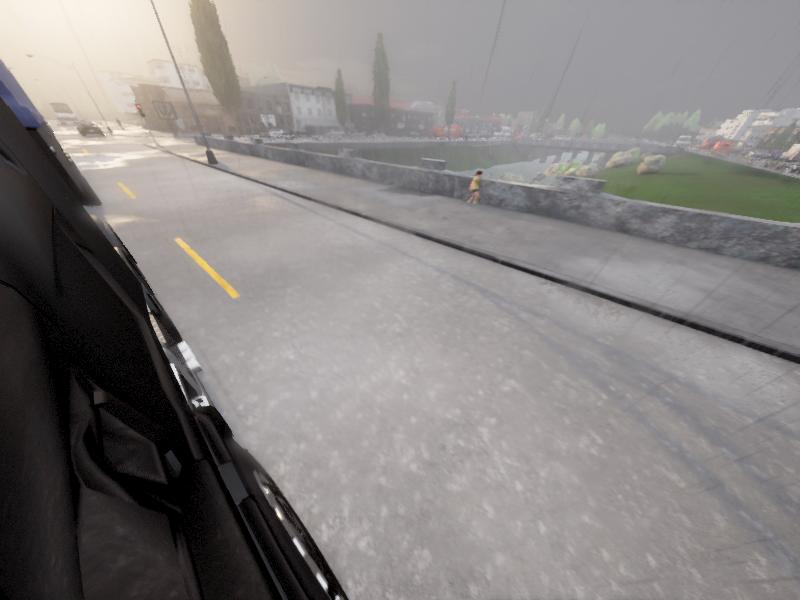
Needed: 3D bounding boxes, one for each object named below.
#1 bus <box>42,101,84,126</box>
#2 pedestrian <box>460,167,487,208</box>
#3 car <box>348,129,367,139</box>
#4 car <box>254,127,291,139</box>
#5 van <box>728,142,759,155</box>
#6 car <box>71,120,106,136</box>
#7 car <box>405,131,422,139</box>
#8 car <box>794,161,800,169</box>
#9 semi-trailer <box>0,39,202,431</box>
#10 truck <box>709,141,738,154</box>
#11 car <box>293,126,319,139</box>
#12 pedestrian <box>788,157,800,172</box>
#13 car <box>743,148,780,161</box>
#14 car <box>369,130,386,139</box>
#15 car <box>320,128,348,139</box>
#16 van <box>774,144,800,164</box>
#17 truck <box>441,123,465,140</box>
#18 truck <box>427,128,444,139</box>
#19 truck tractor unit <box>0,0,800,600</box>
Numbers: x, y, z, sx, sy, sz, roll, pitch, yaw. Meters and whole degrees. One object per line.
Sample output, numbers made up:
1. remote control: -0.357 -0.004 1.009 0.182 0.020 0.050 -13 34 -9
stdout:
1. bus: -81.937 -45.363 56.227 10.273 4.253 3.944 28 43 30
2. pedestrian: 2.442 -3.745 7.702 0.500 1.100 0.500 21 40 23
3. car: -9.494 -37.303 51.952 1.851 1.617 3.988 28 44 30
4. car: -21.913 -28.760 39.769 2.038 1.542 4.974 28 44 30
5. van: 85.325 -37.678 57.451 2.351 2.431 6.366 28 43 30
6. car: -41.129 -22.704 30.468 4.974 1.542 2.038 28 44 30
7. car: 3.817 -46.395 64.962 1.930 1.638 5.238 28 43 30
8. car: 48.126 -15.708 26.338 1.851 1.617 3.988 28 44 30
9. semi-trailer: -8.722 -3.572 4.229 14.254 4.402 2.717 28 43 30
10. truck: 80.144 -37.871 57.370 2.627 2.467 5.204 28 43 30
11. car: -17.752 -31.763 43.760 1.905 1.878 3.866 28 44 30
12. pedestrian: 39.960 -13.736 22.766 0.751 1.860 0.751 28 44 30
13. car: 61.600 -24.886 39.516 2.038 1.542 4.974 28 43 30
14. car: -5.486 -40.037 55.872 1.851 1.617 3.988 28 44 30
15. car: -13.591 -34.504 47.925 2.152 1.651 5.027 28 44 30
16. van: 64.835 -23.709 37.416 2.351 2.431 6.366 28 43 30
17. truck: 16.333 -52.071 71.516 2.891 3.827 8.468 28 43 30
18. truck: 11.012 -51.627 71.739 2.627 2.467 5.204 28 43 30
19. truck tractor unit: -2.645 -0.295 0.351 6.516 4.208 3.053 28 44 30
